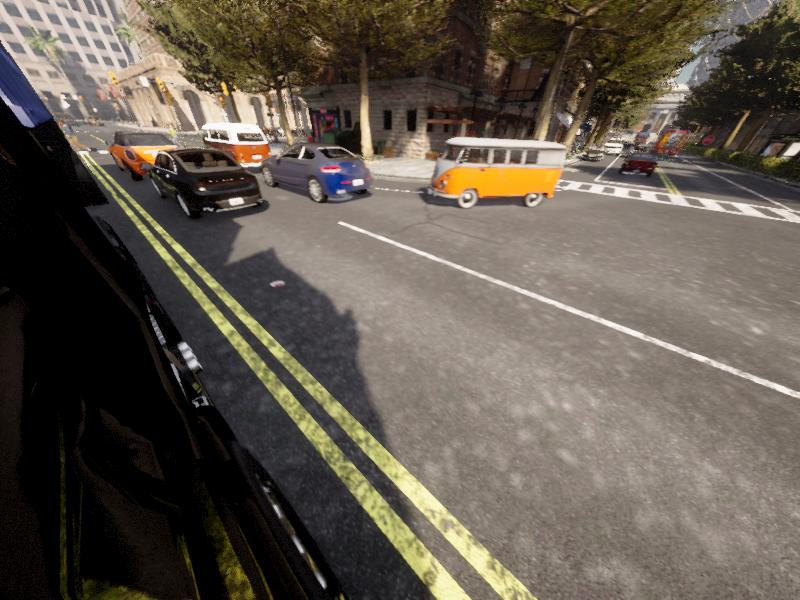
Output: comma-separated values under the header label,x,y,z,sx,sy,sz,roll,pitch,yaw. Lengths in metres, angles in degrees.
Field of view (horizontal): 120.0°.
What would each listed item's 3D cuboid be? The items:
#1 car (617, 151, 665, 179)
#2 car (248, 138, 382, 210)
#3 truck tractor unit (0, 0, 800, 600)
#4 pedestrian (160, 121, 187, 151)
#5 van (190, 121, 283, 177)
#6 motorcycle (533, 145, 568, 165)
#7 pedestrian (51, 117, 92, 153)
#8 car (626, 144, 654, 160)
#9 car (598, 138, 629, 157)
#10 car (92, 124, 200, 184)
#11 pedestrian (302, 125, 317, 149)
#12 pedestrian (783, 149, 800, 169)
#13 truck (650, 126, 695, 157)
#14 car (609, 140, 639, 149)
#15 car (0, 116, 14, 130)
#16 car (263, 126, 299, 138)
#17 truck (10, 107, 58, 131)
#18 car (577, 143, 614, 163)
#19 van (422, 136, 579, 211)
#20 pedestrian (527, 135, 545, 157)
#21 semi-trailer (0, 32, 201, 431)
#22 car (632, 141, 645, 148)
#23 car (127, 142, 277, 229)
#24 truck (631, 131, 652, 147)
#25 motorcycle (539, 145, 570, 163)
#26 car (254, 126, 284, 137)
label,x,y,z,sx,sy,sz,roll,pitch,yaw
car,17.918,-10.202,17.273,1.895,1.301,4.718,28,44,30
car,-3.284,-5.040,8.824,5.027,1.651,2.152,28,44,30
truck tractor unit,-2.645,-0.295,0.351,6.516,4.208,3.053,28,44,30
pedestrian,-18.106,-13.110,18.484,0.751,1.860,0.751,31,45,32
van,-8.597,-8.036,12.161,4.480,2.038,2.069,28,44,30
motorcycle,12.789,-12.365,19.715,2.033,1.145,0.803,8,47,7
pedestrian,-21.764,-10.927,15.346,0.751,1.860,0.751,29,44,31
car,31.320,-19.392,30.214,1.970,1.475,3.806,28,44,30
car,31.213,-22.370,33.719,2.435,2.045,5.566,28,44,30
car,-11.462,-6.721,10.437,4.553,1.767,2.097,28,44,30
pedestrian,-8.694,-15.749,22.323,0.751,1.860,0.751,28,44,30
pedestrian,42.259,-15.025,24.417,0.751,1.860,0.751,27,43,29
truck,45.572,-26.747,38.944,2.891,3.827,8.468,28,44,30
car,56.044,-38.982,57.868,4.892,1.490,1.837,8,37,7
car,-54.204,-23.816,30.978,4.892,1.490,1.837,28,44,30
car,-21.011,-29.839,40.992,2.038,1.542,4.974,28,44,30
truck,-52.410,-26.007,33.199,5.204,2.467,2.627,28,44,30
car,21.415,-16.111,25.247,2.231,1.521,4.892,28,44,30
van,3.263,-4.483,8.169,4.442,1.987,1.775,-5,37,-10
pedestrian,14.043,-15.852,23.828,0.751,1.860,0.751,-22,43,-30
semi-trailer,-8.648,-3.633,4.286,14.254,4.402,2.717,29,44,30
car,69.510,-45.324,67.294,2.152,1.651,5.027,28,44,30
car,-6.063,-3.730,7.014,4.892,1.490,1.837,28,44,30
truck,76.059,-50.753,72.864,2.891,3.827,8.468,28,44,30
motorcycle,13.539,-12.824,20.305,1.805,1.236,0.856,8,37,7
car,-24.035,-30.958,42.442,1.994,1.385,4.181,28,44,30
